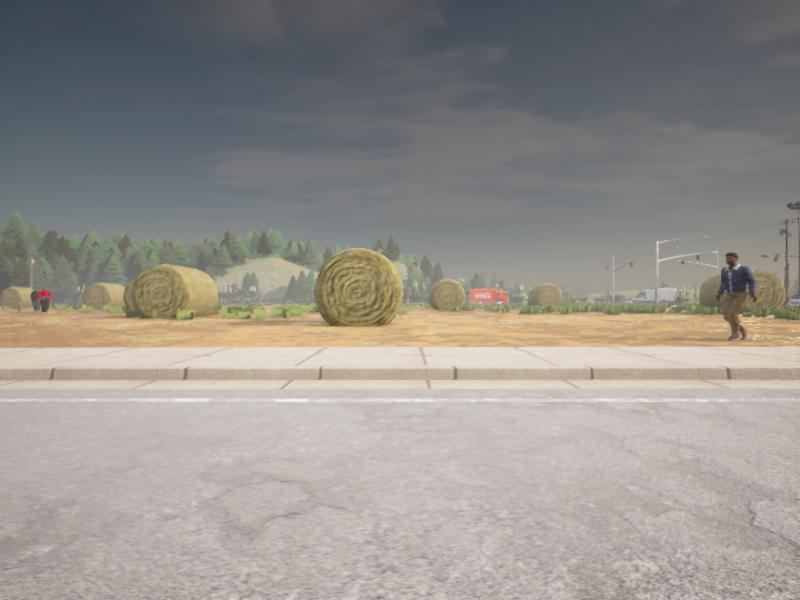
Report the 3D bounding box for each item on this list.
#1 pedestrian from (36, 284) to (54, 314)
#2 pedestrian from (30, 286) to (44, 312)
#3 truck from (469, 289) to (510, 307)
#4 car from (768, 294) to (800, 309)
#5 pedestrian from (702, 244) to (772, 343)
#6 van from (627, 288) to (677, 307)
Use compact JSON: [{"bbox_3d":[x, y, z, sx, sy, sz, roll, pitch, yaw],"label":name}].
[{"bbox_3d":[-22.856,-0.058,25.783,0.751,1.860,0.751,0,0,40],"label":"pedestrian"},{"bbox_3d":[-26.195,-0.050,28.887,0.751,1.860,0.751,0,0,-43],"label":"pedestrian"},{"bbox_3d":[12.373,-0.280,55.688,5.204,2.467,2.627,0,0,4],"label":"truck"},{"bbox_3d":[40.566,0.157,40.560,2.038,1.542,4.974,0,0,2],"label":"car"},{"bbox_3d":[6.659,-0.129,7.944,0.751,1.860,0.751,0,0,-9],"label":"pedestrian"},{"bbox_3d":[35.689,-0.332,56.730,5.915,2.561,1.988,0,-2,35],"label":"van"}]
